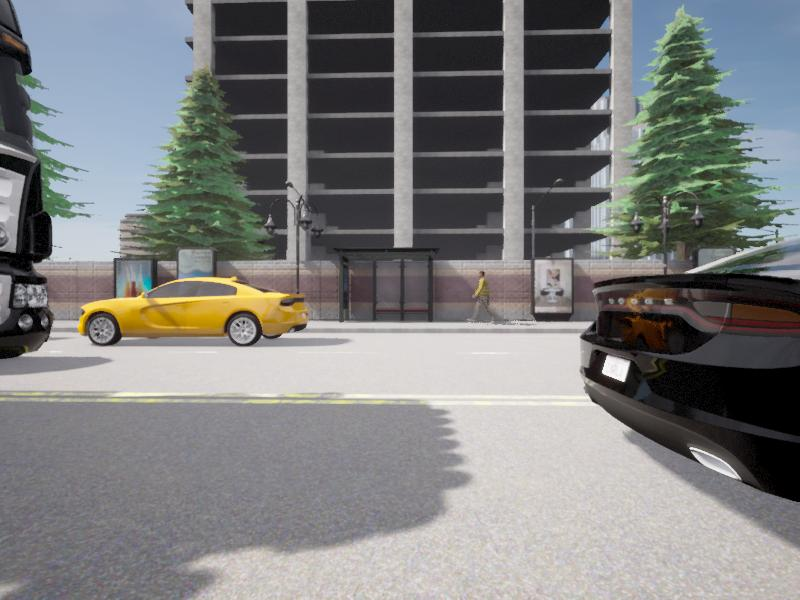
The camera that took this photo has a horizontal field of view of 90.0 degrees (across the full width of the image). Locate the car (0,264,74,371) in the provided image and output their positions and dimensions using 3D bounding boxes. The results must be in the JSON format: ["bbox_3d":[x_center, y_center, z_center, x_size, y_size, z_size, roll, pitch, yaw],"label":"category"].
[{"bbox_3d":[-8.035,0.245,5.980,4.892,1.490,1.837,0,0,2],"label":"car"}]

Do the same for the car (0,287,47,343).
[{"bbox_3d":[-11.627,0.344,9.590,4.718,1.301,1.895,0,0,2],"label":"car"}]

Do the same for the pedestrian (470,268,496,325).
[{"bbox_3d":[2.816,-0.115,13.516,0.751,1.860,0.751,0,0,20],"label":"pedestrian"}]

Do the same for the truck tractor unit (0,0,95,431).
[{"bbox_3d":[-6.257,-1.115,2.426,6.516,4.208,3.053,0,0,2],"label":"truck tractor unit"}]

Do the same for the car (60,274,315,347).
[{"bbox_3d":[-4.699,0.223,9.380,5.008,1.535,1.882,0,0,2],"label":"car"}]

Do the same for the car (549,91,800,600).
[{"bbox_3d":[3.773,0.171,2.126,5.238,1.638,1.930,0,0,2],"label":"car"}]
